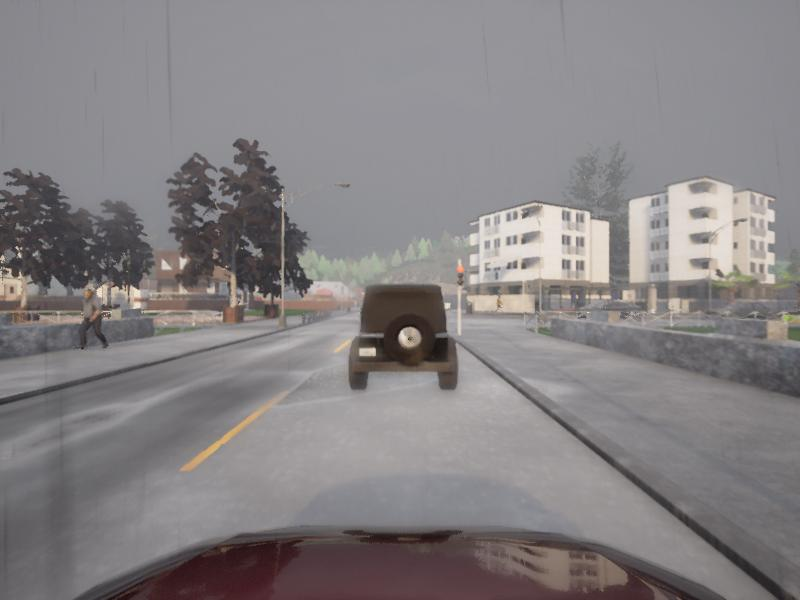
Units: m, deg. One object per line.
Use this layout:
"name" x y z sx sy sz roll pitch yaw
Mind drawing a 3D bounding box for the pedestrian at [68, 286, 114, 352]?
"pedestrian" -8.978 0.529 11.637 0.751 1.860 0.751 0 0 7

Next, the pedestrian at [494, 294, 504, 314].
"pedestrian" 9.410 0.405 37.975 0.751 1.860 0.751 0 0 0

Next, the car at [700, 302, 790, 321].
"car" 27.337 0.884 31.827 5.357 1.411 2.033 0 0 1

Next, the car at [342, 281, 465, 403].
"car" 0.068 0.643 8.107 1.905 1.878 3.866 0 0 0

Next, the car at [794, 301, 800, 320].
"car" 34.157 0.843 31.770 3.806 1.475 1.970 0 0 0

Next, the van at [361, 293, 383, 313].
"van" -3.576 0.361 52.751 2.351 2.431 6.366 0 0 0

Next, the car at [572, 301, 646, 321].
"car" 16.563 0.833 31.853 4.892 1.490 1.837 0 0 1
